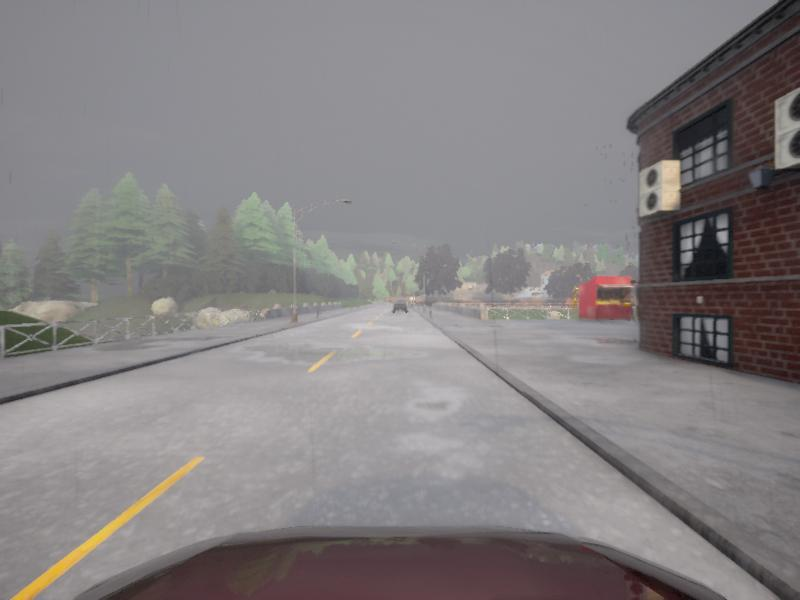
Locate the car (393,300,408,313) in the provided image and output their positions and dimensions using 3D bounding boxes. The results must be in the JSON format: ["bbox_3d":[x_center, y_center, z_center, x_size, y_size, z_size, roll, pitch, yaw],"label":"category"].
[{"bbox_3d":[0.008,0.824,51.227,1.837,1.490,4.892,0,1,0],"label":"car"}]
